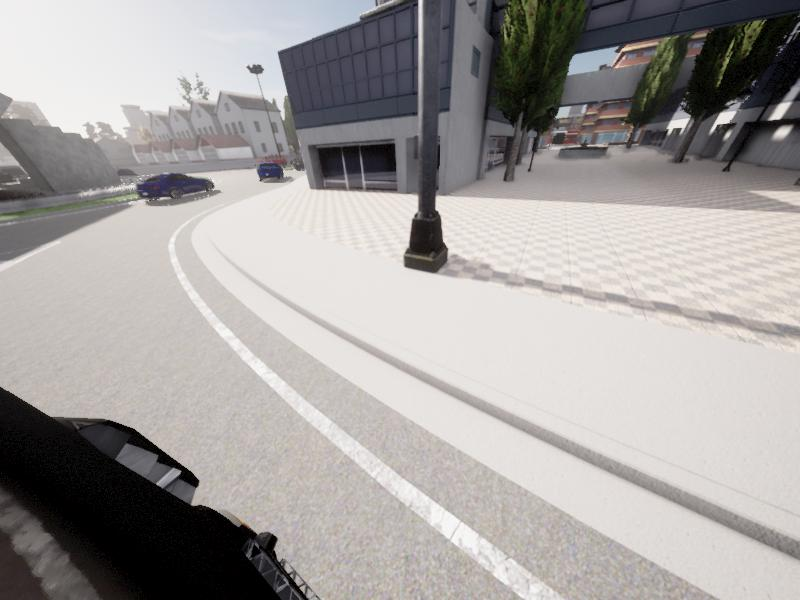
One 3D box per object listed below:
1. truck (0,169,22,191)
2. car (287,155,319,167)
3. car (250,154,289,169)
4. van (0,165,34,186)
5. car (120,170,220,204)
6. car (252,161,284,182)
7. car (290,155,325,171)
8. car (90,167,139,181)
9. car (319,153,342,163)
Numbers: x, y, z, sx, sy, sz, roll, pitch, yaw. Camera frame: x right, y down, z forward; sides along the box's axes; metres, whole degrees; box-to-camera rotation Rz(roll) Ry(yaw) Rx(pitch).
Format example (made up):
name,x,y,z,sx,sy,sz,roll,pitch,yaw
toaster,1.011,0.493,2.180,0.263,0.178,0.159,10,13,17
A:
name,x,y,z,sx,sy,sz,roll,pitch,yaw
truck,-50.426,-13.684,26.885,2.390,2.098,6.274,24,42,35
car,-18.389,-26.499,44.039,2.038,1.542,4.974,19,39,30
car,-23.979,-25.692,42.816,2.150,2.045,5.566,25,43,35
van,-60.698,-19.548,36.174,5.915,2.561,1.988,15,38,25
car,-14.971,-7.695,15.504,1.812,1.442,4.674,0,34,5
car,-13.216,-13.138,23.471,1.882,1.535,5.008,-13,34,-14
car,-13.694,-20.432,34.378,2.242,1.667,4.611,8,35,17
car,-42.992,-19.060,34.927,4.193,1.474,1.816,-13,35,-14
car,-15.741,-32.559,52.855,2.033,1.649,4.856,16,38,26
